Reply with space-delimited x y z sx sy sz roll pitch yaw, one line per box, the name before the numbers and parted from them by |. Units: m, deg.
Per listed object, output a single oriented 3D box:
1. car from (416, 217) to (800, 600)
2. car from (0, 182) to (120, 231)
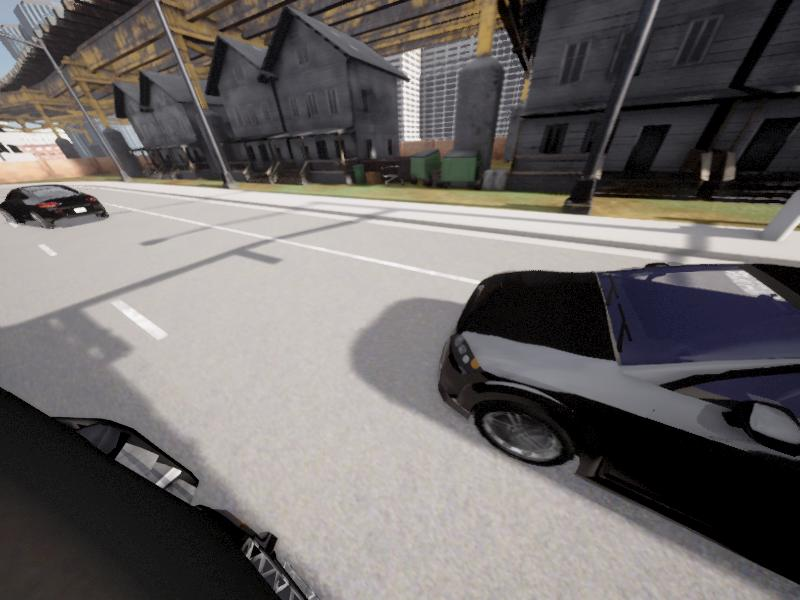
car | 2.439 0.541 1.686 4.181 1.385 1.994 16 38 26
car | -14.894 -4.081 9.822 4.674 1.442 1.812 10 36 18
